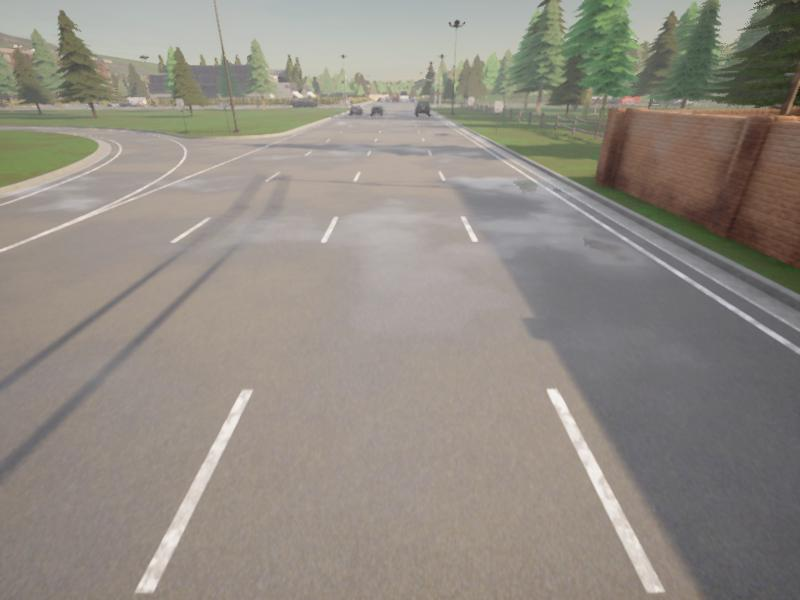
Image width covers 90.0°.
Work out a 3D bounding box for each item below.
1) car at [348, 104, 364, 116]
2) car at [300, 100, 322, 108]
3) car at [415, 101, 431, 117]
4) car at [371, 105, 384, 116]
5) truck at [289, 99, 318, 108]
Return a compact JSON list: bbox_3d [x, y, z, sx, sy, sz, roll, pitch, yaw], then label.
[{"bbox_3d":[-7.067,-30.896,64.997,2.128,1.511,4.902,0,27,0],"label":"car"},{"bbox_3d":[-22.405,-49.577,101.280,5.027,1.651,2.152,0,27,-1],"label":"car"},{"bbox_3d":[3.436,-29.451,61.516,2.150,2.045,5.566,0,28,0],"label":"car"},{"bbox_3d":[-3.565,-30.232,63.695,1.837,1.490,4.892,0,27,0],"label":"car"},{"bbox_3d":[-23.550,-48.173,98.048,6.274,2.098,2.390,-1,27,-1],"label":"truck"}]
